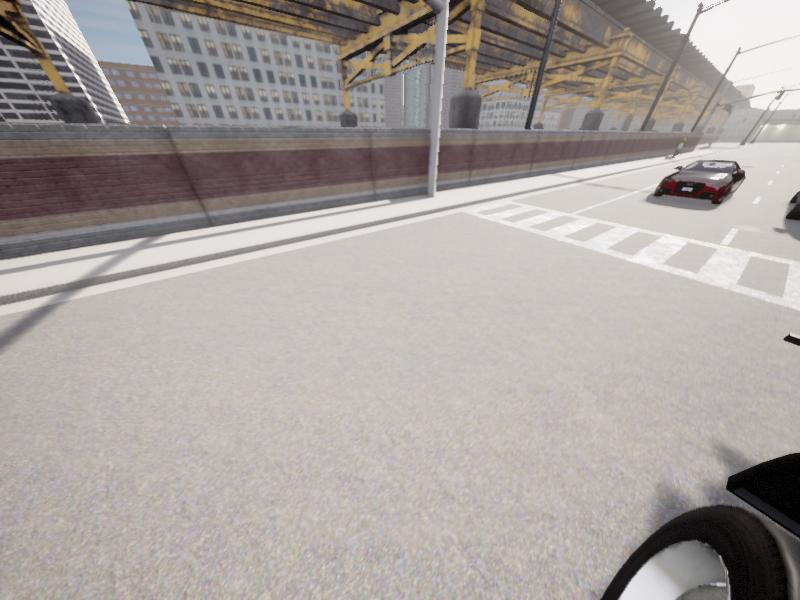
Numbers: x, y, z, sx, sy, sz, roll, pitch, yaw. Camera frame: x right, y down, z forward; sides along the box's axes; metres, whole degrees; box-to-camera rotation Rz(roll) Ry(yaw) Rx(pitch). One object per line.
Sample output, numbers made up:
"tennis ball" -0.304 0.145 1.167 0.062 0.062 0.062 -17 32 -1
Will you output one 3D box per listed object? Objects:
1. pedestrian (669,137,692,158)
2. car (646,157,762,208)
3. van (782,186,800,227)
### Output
"pedestrian" 30.604 -16.636 25.220 0.751 1.860 0.751 -20 40 -25
"car" 13.008 -5.172 9.904 4.181 1.385 1.994 -21 40 -27
"van" 14.725 -3.901 7.071 5.915 2.561 1.988 -22 41 -28
